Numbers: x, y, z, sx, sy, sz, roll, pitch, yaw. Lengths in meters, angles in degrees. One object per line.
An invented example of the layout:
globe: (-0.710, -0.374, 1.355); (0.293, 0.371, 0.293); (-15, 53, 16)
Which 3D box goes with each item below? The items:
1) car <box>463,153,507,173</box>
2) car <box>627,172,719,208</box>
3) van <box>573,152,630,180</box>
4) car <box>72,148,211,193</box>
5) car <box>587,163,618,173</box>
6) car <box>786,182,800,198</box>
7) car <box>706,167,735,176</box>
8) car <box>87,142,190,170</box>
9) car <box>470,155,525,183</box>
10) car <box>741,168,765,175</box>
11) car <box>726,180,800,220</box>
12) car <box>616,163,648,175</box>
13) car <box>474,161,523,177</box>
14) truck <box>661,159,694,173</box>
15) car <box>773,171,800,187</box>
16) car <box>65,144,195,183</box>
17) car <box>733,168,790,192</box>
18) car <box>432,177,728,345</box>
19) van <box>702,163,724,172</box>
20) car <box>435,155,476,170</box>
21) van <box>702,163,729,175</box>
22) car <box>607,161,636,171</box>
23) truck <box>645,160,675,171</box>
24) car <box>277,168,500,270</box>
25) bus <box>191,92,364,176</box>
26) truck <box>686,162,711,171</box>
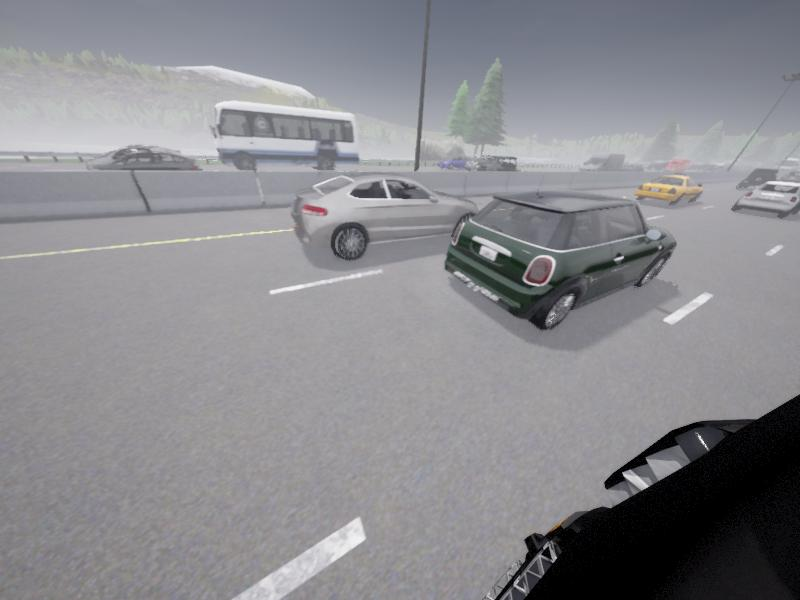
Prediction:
car: (10.075, -16.200, 27.380); (4.605, 1.855, 1.932); (-15, 38, -24)
car: (16.497, -6.766, 13.956); (5.366, 1.575, 1.801); (-15, 37, -24)
van: (23.338, -15.546, 26.819); (5.915, 2.561, 1.988); (-15, 37, -24)
car: (-11.473, -6.038, 10.745); (3.705, 1.549, 1.789); (-15, 37, -24)
car: (34.136, -22.250, 38.854); (4.718, 1.301, 1.895); (-15, 37, -24)
car: (35.283, -9.489, 19.466); (3.988, 1.617, 1.851); (-15, 37, -24)
car: (64.306, -25.801, 46.370); (4.902, 1.511, 2.128); (-15, 37, -24)
car: (-18.946, -10.666, 17.162); (4.514, 1.525, 2.007); (-15, 37, -24)
car: (8.395, -11.370, 19.982); (3.866, 1.878, 1.905); (-15, 37, -24)
car: (87.660, -31.906, 57.339); (4.902, 1.511, 2.128); (-15, 37, -24)
car: (20.188, -5.491, 12.415); (3.806, 1.475, 1.970); (-15, 37, -24)
car: (37.037, -20.882, 36.857); (4.193, 1.474, 1.816); (-15, 37, -24)
car: (10.398, -13.846, 24.398); (4.718, 1.301, 1.895); (-15, 37, -24)
truck: (61.197, -29.632, 50.965); (5.204, 2.467, 2.627); (-15, 37, -24)
car: (54.045, -16.619, 31.567); (4.611, 1.667, 2.242); (-15, 37, -24)
car: (-14.310, -7.518, 12.707); (3.988, 1.617, 1.851); (-15, 37, -24)
car: (36.051, -12.005, 23.051); (3.866, 1.878, 1.905); (-15, 37, -24)
car: (3.179, -1.175, 4.334); (4.553, 1.767, 2.097); (-15, 37, -24)
van: (84.357, -35.680, 62.230); (4.480, 2.038, 2.069); (-15, 37, -24)
car: (7.040, -17.458, 29.366); (4.514, 1.525, 2.007); (-15, 37, -24)
van: (70.095, -29.134, 51.292); (4.480, 2.038, 2.069); (-15, 37, -24)
car: (43.609, -26.322, 45.438); (4.974, 1.542, 2.038); (-15, 37, -24)
truck: (61.807, -32.013, 54.926); (6.274, 2.098, 2.390); (-15, 37, -24)
car: (-0.194, -2.421, 6.106); (5.027, 1.651, 2.152); (-15, 37, -24)
bus: (-8.424, -12.261, 17.904); (10.273, 4.253, 3.944); (-15, 37, -25)
truck: (85.047, -38.088, 65.842); (6.274, 2.098, 2.390); (-15, 37, -24)
